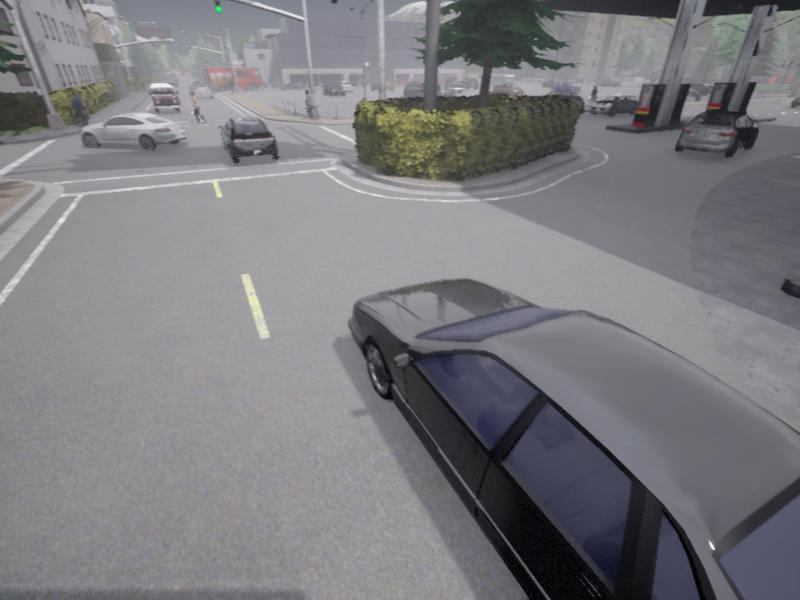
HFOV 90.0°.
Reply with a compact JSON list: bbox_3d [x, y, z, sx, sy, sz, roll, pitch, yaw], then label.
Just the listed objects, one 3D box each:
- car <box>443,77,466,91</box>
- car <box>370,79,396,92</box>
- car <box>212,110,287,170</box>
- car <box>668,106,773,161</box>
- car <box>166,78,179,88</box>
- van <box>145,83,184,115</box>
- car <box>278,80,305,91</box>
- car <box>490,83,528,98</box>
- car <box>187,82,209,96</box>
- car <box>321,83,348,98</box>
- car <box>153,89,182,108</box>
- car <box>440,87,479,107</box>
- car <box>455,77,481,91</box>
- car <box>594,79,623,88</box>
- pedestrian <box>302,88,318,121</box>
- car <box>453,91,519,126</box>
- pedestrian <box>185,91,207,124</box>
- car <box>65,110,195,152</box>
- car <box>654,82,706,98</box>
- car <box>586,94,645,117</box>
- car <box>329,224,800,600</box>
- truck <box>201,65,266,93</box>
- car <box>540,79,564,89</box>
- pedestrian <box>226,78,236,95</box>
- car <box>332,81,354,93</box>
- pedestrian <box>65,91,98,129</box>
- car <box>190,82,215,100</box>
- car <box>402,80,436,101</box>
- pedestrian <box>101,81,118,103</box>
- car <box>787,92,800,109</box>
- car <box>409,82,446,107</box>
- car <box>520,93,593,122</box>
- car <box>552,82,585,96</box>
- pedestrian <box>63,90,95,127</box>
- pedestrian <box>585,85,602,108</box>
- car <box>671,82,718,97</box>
[{"bbox_3d":[8.893,-35.477,65.622,1.905,1.878,3.866,-14,33,-22],"label":"car"},{"bbox_3d":[-2.624,-32.620,60.838,2.152,1.636,5.027,-14,33,-22],"label":"car"},{"bbox_3d":[-6.512,-6.973,17.046,2.128,1.511,4.902,-14,34,-22],"label":"car"},{"bbox_3d":[14.457,-7.608,18.005,4.611,1.667,2.242,-23,37,-34],"label":"car"},{"bbox_3d":[-44.183,-42.259,77.882,1.837,1.490,4.892,-14,33,-22],"label":"car"},{"bbox_3d":[-19.084,-16.325,32.389,2.069,2.038,4.480,-16,34,-26],"label":"van"},{"bbox_3d":[-19.241,-38.107,71.046,4.193,1.474,1.816,-14,33,-22],"label":"car"},{"bbox_3d":[13.643,-26.387,50.312,2.007,1.523,4.514,-14,33,-22],"label":"car"},{"bbox_3d":[-27.876,-29.150,55.127,2.038,1.542,4.974,-15,33,-24],"label":"car"},{"bbox_3d":[-8.488,-26.980,51.361,2.007,1.523,4.514,-14,33,-22],"label":"car"},{"bbox_3d":[-22.193,-19.307,38.230,1.994,1.385,4.181,-14,33,-22],"label":"car"},{"bbox_3d":[5.846,-20.131,39.605,1.970,1.475,3.806,-14,33,-22],"label":"car"},{"bbox_3d":[11.329,-36.278,67.049,1.932,1.855,4.605,-14,33,-22],"label":"car"},{"bbox_3d":[42.908,-44.653,82.346,2.163,1.488,4.792,-14,33,-23],"label":"car"},{"bbox_3d":[-5.924,-12.863,26.308,0.751,1.860,0.751,-7,31,-12],"label":"pedestrian"},{"bbox_3d":[5.846,-13.157,27.408,3.866,1.878,1.905,-13,33,-22],"label":"car"},{"bbox_3d":[-12.936,-12.242,25.440,0.751,1.860,0.751,-8,31,-14],"label":"pedestrian"},{"bbox_3d":[-12.351,-7.850,18.482,4.674,1.442,1.812,5,31,7],"label":"car"},{"bbox_3d":[36.663,-27.651,52.543,2.152,1.636,5.027,-14,33,-22],"label":"car"},{"bbox_3d":[17.379,-15.731,32.268,3.806,1.475,1.970,-13,33,-22],"label":"car"},{"bbox_3d":[1.305,0.970,3.095,2.033,1.411,5.357,-12,31,-24],"label":"car"},{"bbox_3d":[-26.449,-35.329,63.881,8.468,3.827,2.891,-21,36,-32],"label":"truck"},{"bbox_3d":[28.118,-40.030,74.084,1.845,1.501,3.633,-14,33,-22],"label":"car"},{"bbox_3d":[-22.195,-28.111,52.637,0.751,1.860,0.751,-14,33,-22],"label":"pedestrian"},{"bbox_3d":[-8.261,-31.007,58.206,1.970,1.475,3.806,-14,33,-22],"label":"car"},{"bbox_3d":[-17.701,-10.571,22.244,0.751,1.860,0.751,-26,39,-37],"label":"pedestrian"},{"bbox_3d":[-23.991,-25.348,48.445,2.152,1.651,5.027,-14,33,-22],"label":"car"},{"bbox_3d":[2.120,-24.165,46.071,1.932,1.855,4.605,-14,33,-22],"label":"car"},{"bbox_3d":[-28.600,-20.496,39.453,0.751,1.860,0.751,-13,33,-22],"label":"pedestrian"},{"bbox_3d":[39.396,-18.997,38.013,4.181,1.385,1.994,-13,33,-22],"label":"car"},{"bbox_3d":[2.587,-19.926,38.687,1.905,1.878,3.866,-14,33,-22],"label":"car"},{"bbox_3d":[11.672,-14.433,29.876,4.856,1.649,2.033,-13,33,-22],"label":"car"},{"bbox_3d":[22.657,-28.529,54.056,1.845,1.501,3.633,-14,33,-22],"label":"car"},{"bbox_3d":[-18.408,-10.988,22.967,0.751,1.860,0.751,-12,32,-20],"label":"pedestrian"},{"bbox_3d":[17.517,-18.436,36.218,0.751,1.860,0.751,-14,33,-22],"label":"pedestrian"},{"bbox_3d":[39.464,-28.351,53.770,2.007,1.523,4.514,-14,33,-22],"label":"car"}]
